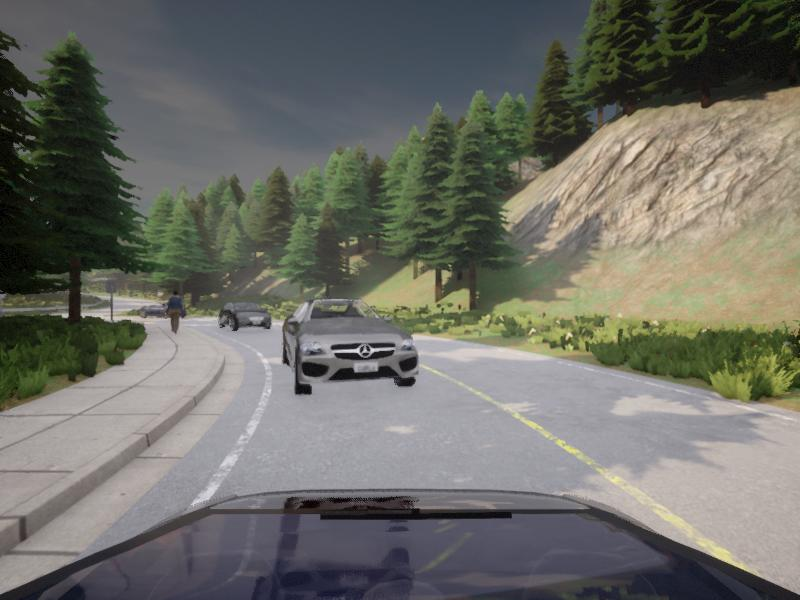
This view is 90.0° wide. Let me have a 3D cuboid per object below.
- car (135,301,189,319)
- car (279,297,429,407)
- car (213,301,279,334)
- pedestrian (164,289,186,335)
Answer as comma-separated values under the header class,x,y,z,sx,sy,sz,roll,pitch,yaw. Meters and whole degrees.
class,x,y,z,sx,sy,sz,roll,pitch,yaw
car,-20.706,0.844,34.791,3.806,1.475,1.970,0,0,17
car,-1.385,0.779,8.715,2.152,1.651,5.027,0,0,-20
car,-8.327,0.829,21.334,2.128,1.511,4.902,0,0,-35
pedestrian,-9.448,0.480,16.786,0.751,1.860,0.751,0,0,-33
